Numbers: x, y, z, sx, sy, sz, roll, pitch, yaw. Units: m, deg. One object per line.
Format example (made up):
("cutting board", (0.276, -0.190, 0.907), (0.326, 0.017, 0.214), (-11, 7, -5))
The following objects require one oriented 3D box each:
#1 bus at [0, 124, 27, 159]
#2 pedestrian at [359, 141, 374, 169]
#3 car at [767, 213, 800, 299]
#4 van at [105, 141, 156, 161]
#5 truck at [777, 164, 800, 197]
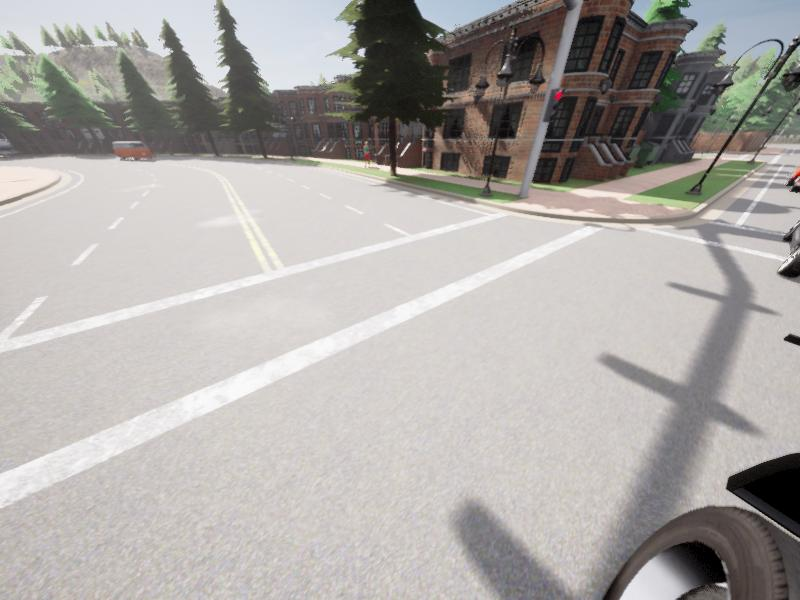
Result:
("bus", (-61.481, -21.584, 31.338), (10.273, 4.253, 3.944), (-11, 36, -14))
("pedestrian", (-2.616, -11.520, 18.331), (0.751, 1.860, 0.751), (-23, 41, -29))
("car", (9.172, -1.259, 4.180), (5.238, 1.638, 1.930), (-22, 41, -28))
("van", (-33.266, -18.415, 28.564), (4.442, 1.987, 1.775), (11, 37, 16))
("truck", (20.209, -6.103, 10.209), (5.204, 2.467, 2.627), (-23, 41, -27))
